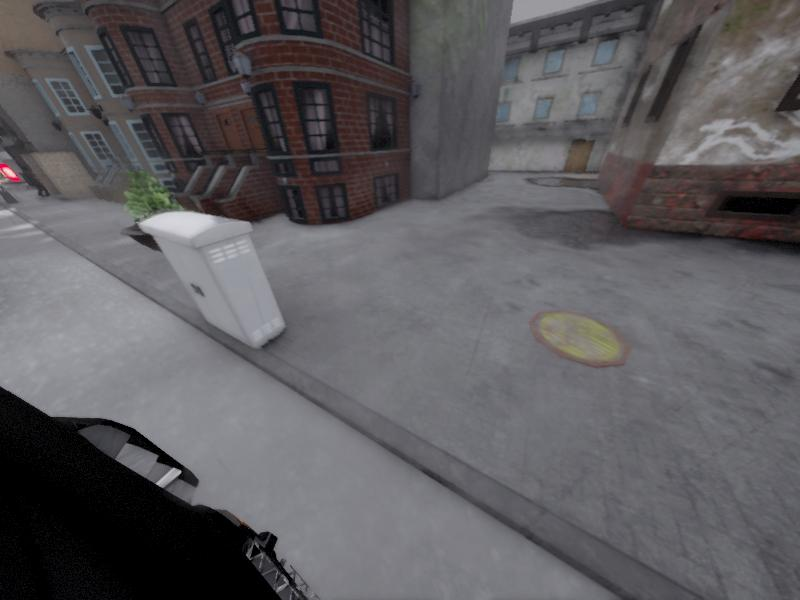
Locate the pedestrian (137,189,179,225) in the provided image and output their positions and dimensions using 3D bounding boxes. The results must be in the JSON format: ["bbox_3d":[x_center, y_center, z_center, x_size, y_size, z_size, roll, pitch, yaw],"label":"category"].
[{"bbox_3d":[-8.673,-3.355,8.304,0.500,1.100,0.500,14,37,23],"label":"pedestrian"}]

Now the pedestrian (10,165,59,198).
[{"bbox_3d":[-24.451,-7.937,15.509,0.751,1.860,0.751,-19,37,-23],"label":"pedestrian"}]

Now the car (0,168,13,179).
[{"bbox_3d":[-66.917,-20.039,36.926,1.882,1.535,5.008,16,38,26],"label":"car"}]
